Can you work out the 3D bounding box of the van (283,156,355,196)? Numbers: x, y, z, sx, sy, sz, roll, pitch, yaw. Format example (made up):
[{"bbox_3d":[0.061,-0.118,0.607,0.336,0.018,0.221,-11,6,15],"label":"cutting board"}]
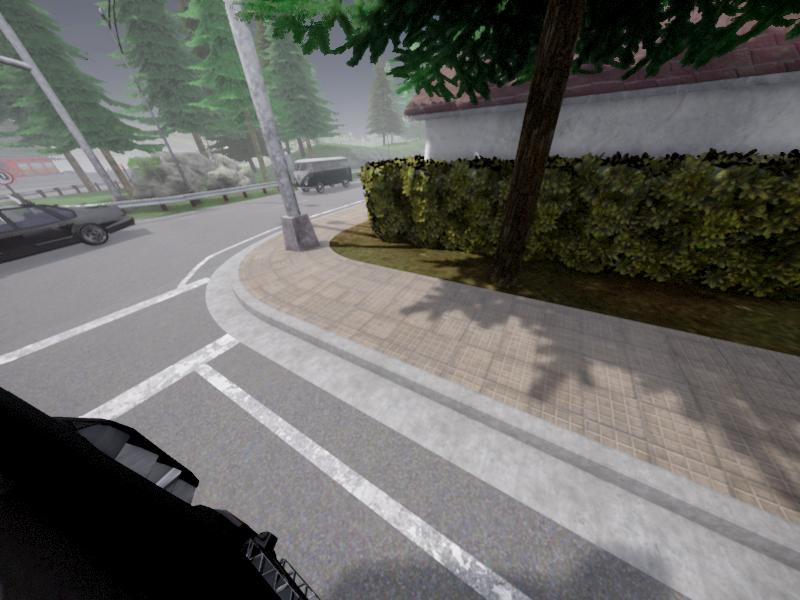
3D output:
[{"bbox_3d":[-5.401,-8.768,16.153,1.775,1.987,4.442,16,38,26],"label":"van"}]

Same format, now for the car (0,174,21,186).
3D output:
[{"bbox_3d":[-63.905,-18.567,35.990,1.837,1.490,4.892,16,38,26],"label":"car"}]

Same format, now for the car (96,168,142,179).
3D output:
[{"bbox_3d":[-48.694,-21.982,40.126,1.895,1.301,4.718,16,38,26],"label":"car"}]

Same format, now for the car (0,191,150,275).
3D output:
[{"bbox_3d":[-11.001,-1.747,6.337,2.033,1.411,5.357,5,35,12],"label":"car"}]

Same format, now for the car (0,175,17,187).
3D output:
[{"bbox_3d":[-61.268,-17.295,33.919,2.128,1.511,4.902,16,38,26],"label":"car"}]

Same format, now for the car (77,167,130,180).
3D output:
[{"bbox_3d":[-52.255,-22.418,40.841,1.801,1.575,5.366,16,38,26],"label":"car"}]

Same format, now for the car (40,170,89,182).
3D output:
[{"bbox_3d":[-60.079,-22.276,41.458,1.895,1.301,4.718,16,38,26],"label":"car"}]

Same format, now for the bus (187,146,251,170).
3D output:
[{"bbox_3d":[-42.077,-33.572,54.393,3.944,4.253,10.273,16,38,26],"label":"bus"}]

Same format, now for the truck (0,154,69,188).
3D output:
[{"bbox_3d":[-56.831,-18.888,33.807,2.891,3.827,8.468,16,38,26],"label":"truck"}]

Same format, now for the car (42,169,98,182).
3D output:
[{"bbox_3d":[-56.954,-21.561,40.042,2.033,1.411,5.357,16,38,26],"label":"car"}]
